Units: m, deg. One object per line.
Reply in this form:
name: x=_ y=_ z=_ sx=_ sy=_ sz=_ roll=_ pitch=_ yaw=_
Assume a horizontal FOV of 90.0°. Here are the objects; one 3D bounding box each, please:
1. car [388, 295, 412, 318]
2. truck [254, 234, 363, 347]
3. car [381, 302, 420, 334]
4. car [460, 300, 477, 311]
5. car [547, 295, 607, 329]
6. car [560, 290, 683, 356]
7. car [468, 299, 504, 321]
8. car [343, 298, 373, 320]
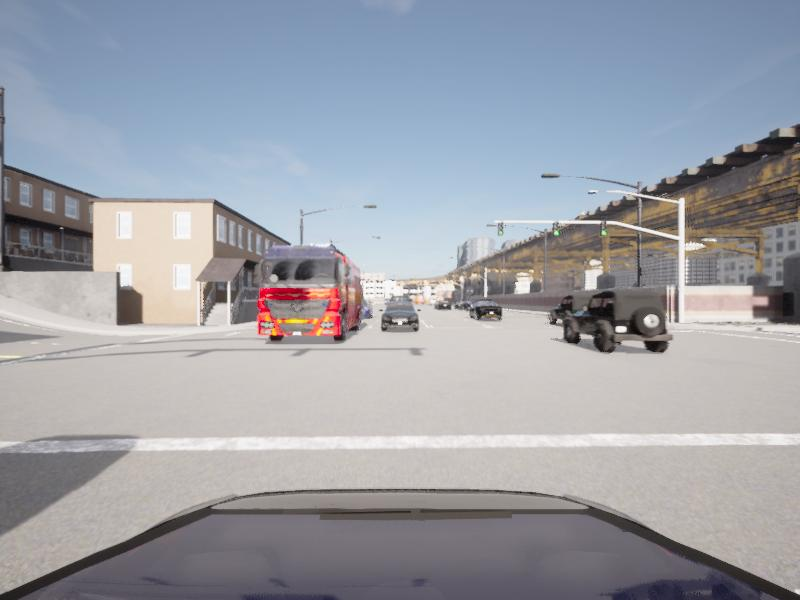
car: x=0.003 y=0.576 z=37.309 sx=2.150 sy=2.045 sz=5.566 roll=0 pitch=0 yaw=0
truck: x=-3.504 y=-0.314 z=17.824 sx=2.891 sy=3.827 sz=8.468 roll=0 pitch=0 yaw=0
car: x=0.003 y=0.850 z=21.247 sx=1.837 sy=1.490 sz=4.892 roll=0 pitch=0 yaw=0
car: x=10.506 y=0.836 z=61.666 sx=1.882 sy=1.535 sz=5.008 roll=0 pitch=0 yaw=0
car: x=10.505 y=0.651 z=24.106 sx=1.905 sy=1.878 sz=3.866 roll=0 pitch=0 yaw=0
car: x=7.004 y=0.648 z=13.178 sx=1.905 sy=1.878 sz=3.866 roll=0 pitch=0 yaw=0
car: x=7.004 y=0.778 z=33.134 sx=1.930 sy=1.638 sz=5.238 roll=0 pitch=0 yaw=0
car: x=-3.498 y=0.701 z=34.036 sx=2.097 sy=1.767 sz=4.553 roll=0 pitch=0 yaw=0
